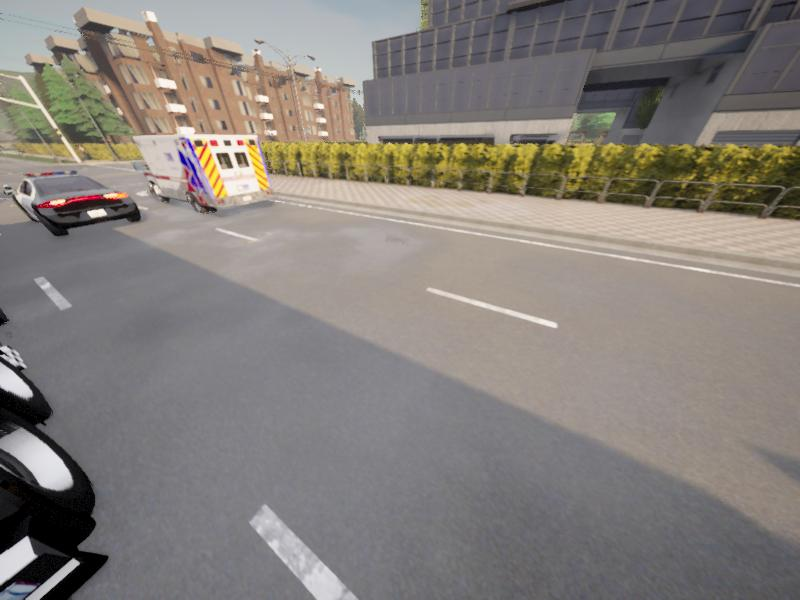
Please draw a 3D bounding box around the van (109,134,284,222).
[{"bbox_3d":[-8.185,-5.161,9.374,6.366,2.431,2.351,18,39,24],"label":"van"}]

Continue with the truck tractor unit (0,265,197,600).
[{"bbox_3d":[-5.113,-0.298,0.780,6.516,4.208,3.053,18,39,24],"label":"truck tractor unit"}]

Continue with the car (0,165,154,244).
[{"bbox_3d":[-10.938,-3.377,7.622,4.974,1.542,2.038,18,39,24],"label":"car"}]

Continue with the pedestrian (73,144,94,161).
[{"bbox_3d":[-41.295,-19.286,30.170,0.751,1.860,0.751,18,39,24],"label":"pedestrian"}]
